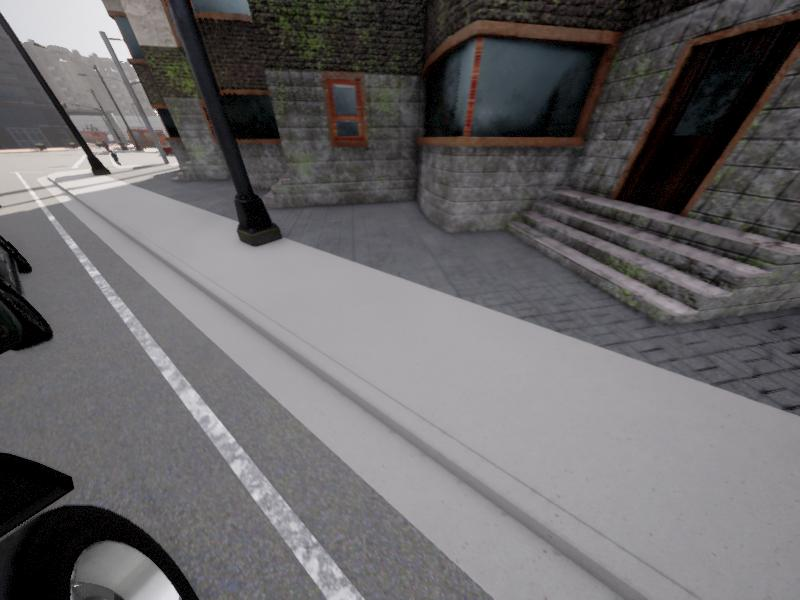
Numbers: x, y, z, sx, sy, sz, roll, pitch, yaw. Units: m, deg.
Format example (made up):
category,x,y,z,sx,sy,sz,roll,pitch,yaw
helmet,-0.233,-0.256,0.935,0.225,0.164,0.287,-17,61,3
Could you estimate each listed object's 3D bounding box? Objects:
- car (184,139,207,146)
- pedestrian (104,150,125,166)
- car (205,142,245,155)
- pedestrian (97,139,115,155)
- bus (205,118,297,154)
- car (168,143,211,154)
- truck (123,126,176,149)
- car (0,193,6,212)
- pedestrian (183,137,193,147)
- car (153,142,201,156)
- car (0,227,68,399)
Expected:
category,x,y,z,sx,sy,sz,roll,pitch,yaw
car,-56.993,-44.047,64.617,2.038,1.542,4.974,1,35,0
pedestrian,-23.192,-11.546,18.791,0.500,1.100,0.500,13,37,17
car,-24.562,-21.416,32.672,3.806,1.475,1.970,-6,36,-8
pedestrian,-41.254,-21.535,32.482,0.751,1.860,0.751,-26,43,-32
bus,-21.910,-24.836,35.059,10.273,4.253,3.944,-6,36,-8
car,-31.367,-22.707,34.604,4.181,1.385,1.994,-6,36,-8
truck,-55.599,-36.369,51.748,2.891,3.827,8.468,-5,36,-8
car,-16.601,-4.103,8.350,4.674,1.442,1.812,22,41,28
pedestrian,-49.866,-37.159,54.317,0.751,1.860,0.751,-6,36,-9
car,-30.520,-20.785,31.790,4.193,1.474,1.816,-6,36,-8
car,-6.801,-0.429,2.684,5.566,2.045,2.150,22,41,27
